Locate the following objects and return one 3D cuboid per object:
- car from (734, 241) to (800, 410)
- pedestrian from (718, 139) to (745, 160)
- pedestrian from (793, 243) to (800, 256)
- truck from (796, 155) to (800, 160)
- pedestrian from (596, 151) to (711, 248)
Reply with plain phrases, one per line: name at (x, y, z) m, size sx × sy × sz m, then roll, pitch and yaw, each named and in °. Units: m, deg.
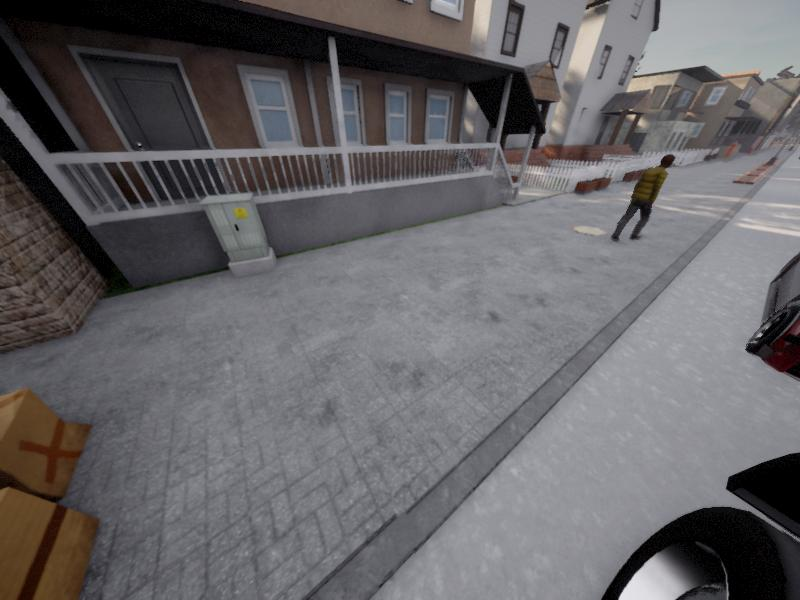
car at (6.071, 0.120, 2.534) m, size 4.181 × 1.385 × 1.994 m, roll -22°, pitch 41°, yaw -28°
pedestrian at (35.456, -16.146, 24.735) m, size 0.751 × 1.860 × 0.751 m, roll -21°, pitch 40°, yaw -26°
pedestrian at (9.351, -1.641, 4.519) m, size 0.751 × 1.860 × 0.751 m, roll 28°, pitch 44°, yaw 34°
truck at (48.608, -17.938, 25.702) m, size 8.468 × 3.827 × 2.891 m, roll -22°, pitch 40°, yaw -28°
pedestrian at (5.486, -2.220, 5.188) m, size 0.751 × 1.860 × 0.751 m, roll -3°, pitch 35°, yaw -4°
